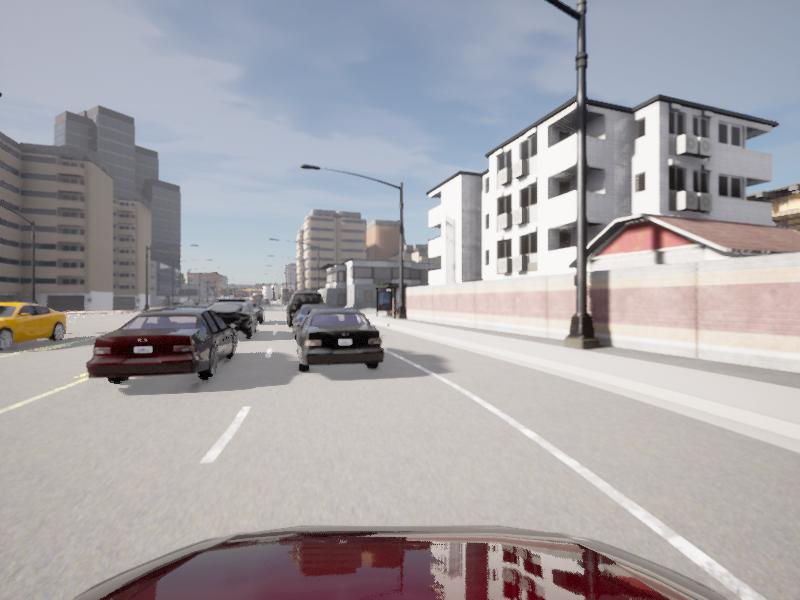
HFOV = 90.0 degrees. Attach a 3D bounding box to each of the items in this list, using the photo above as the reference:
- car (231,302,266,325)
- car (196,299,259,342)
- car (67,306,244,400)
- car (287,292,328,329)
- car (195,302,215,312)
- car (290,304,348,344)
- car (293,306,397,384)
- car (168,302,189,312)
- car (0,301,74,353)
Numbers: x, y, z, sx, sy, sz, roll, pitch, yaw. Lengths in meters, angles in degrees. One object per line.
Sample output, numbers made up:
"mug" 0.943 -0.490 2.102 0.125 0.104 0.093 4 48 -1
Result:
"car" -10.505 0.896 28.086 2.033 1.411 5.357 0 0 -17
"car" -7.480 0.772 17.884 1.930 1.638 5.238 0 0 -16
"car" -5.013 0.895 9.222 2.033 1.411 5.357 0 0 -15
"car" -5.901 0.569 25.028 2.150 2.045 5.566 0 0 -17
"car" -27.718 1.011 56.964 2.033 1.411 5.357 0 -1 -20
"car" -3.707 0.895 17.503 2.033 1.411 5.357 0 0 -16
"car" -1.740 0.895 10.447 2.033 1.411 5.357 0 0 -15
"car" -31.322 0.998 56.661 1.812 1.442 4.674 0 -1 -20
"car" -13.526 0.824 13.663 1.882 1.535 5.008 0 0 -16
